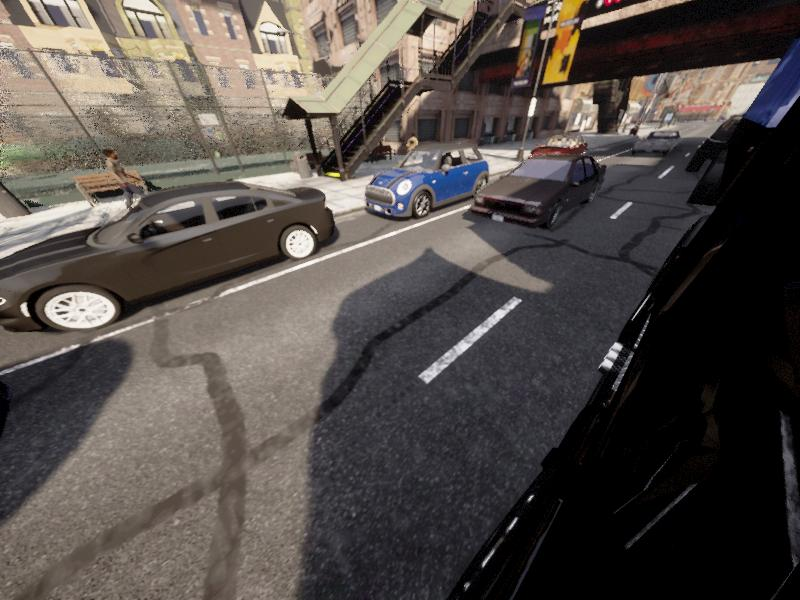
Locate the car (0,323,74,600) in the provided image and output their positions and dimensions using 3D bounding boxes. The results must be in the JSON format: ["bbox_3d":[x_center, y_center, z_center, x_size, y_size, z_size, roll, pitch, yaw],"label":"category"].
[{"bbox_3d":[-4.938,1.752,0.377,4.792,1.488,2.163,-29,44,-31],"label":"car"}]

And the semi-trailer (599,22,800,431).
[{"bbox_3d":[8.602,-3.671,4.317,14.254,4.402,2.717,-29,44,-31],"label":"semi-trailer"}]

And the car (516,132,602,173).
[{"bbox_3d":[9.084,-8.519,13.163,4.892,1.521,2.231,-30,44,-31],"label":"car"}]

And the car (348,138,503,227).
[{"bbox_3d":[0.982,-4.118,7.584,4.553,1.767,2.185,-30,44,-31],"label":"car"}]

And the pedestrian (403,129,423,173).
[{"bbox_3d":[0.708,-7.897,12.287,0.751,1.860,0.751,22,43,29],"label":"pedestrian"}]

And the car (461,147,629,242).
[{"bbox_3d":[4.365,-3.418,6.768,5.357,1.411,2.033,-29,44,-31],"label":"car"}]

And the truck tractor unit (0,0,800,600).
[{"bbox_3d":[2.645,-0.295,0.352,6.516,4.208,3.053,-28,44,-30],"label":"truck tractor unit"}]

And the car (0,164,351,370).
[{"bbox_3d":[-3.735,-1.264,4.280,5.008,1.535,2.097,-30,44,-31],"label":"car"}]

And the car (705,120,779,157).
[{"bbox_3d":[22.009,-10.537,14.961,5.238,1.638,1.930,-29,44,-30],"label":"car"}]

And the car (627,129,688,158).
[{"bbox_3d":[17.851,-10.885,15.972,4.718,1.301,1.895,-29,44,-31],"label":"car"}]

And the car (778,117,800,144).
[{"bbox_3d":[31.987,-13.261,18.003,3.988,1.617,1.851,-29,44,-31],"label":"car"}]

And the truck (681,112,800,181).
[{"bbox_3d":[15.752,-7.262,10.645,6.274,2.098,2.390,-29,44,-31],"label":"truck"}]

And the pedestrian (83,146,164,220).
[{"bbox_3d":[-8.345,-3.577,7.087,0.751,1.860,0.751,-31,45,-32],"label":"pedestrian"}]
